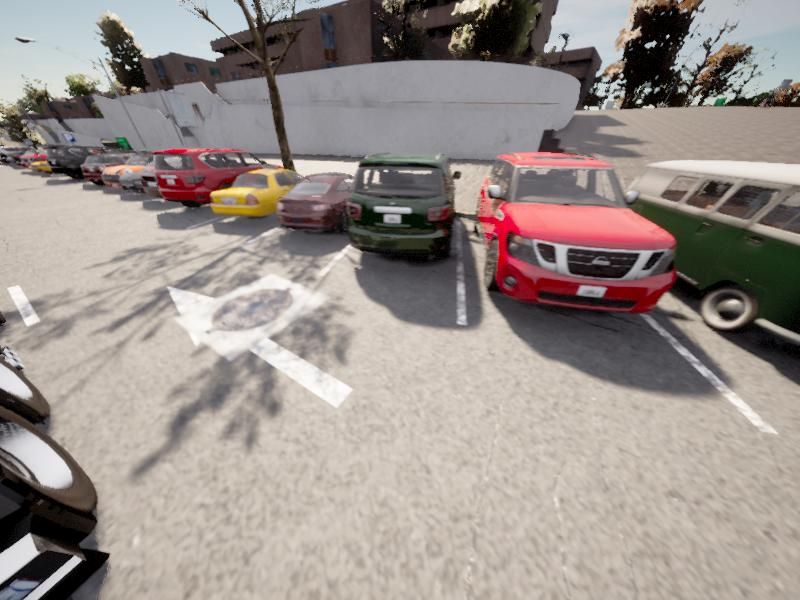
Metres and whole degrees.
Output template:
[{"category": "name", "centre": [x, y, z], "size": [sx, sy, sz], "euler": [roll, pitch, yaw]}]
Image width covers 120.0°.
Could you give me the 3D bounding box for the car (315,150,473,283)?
[{"category": "car", "centre": [0.380, -2.829, 6.304], "size": [2.435, 2.045, 5.566], "euler": [6, 35, 9]}]

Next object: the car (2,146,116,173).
[{"category": "car", "centre": [-33.103, -14.013, 22.868], "size": [2.435, 2.045, 5.566], "euler": [6, 34, 9]}]

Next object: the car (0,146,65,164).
[{"category": "car", "centre": [-53.714, -20.873, 33.173], "size": [2.435, 2.045, 5.566], "euler": [6, 35, 9]}]

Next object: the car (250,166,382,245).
[{"category": "car", "centre": [-2.202, -3.445, 7.724], "size": [2.002, 1.452, 4.674], "euler": [6, 35, 9]}]

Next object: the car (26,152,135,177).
[{"category": "car", "centre": [-27.921, -12.221, 20.617], "size": [1.946, 1.575, 5.366], "euler": [6, 34, 9]}]

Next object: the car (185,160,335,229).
[{"category": "car", "centre": [-4.739, -4.458, 9.133], "size": [1.946, 1.575, 5.366], "euler": [6, 35, 9]}]

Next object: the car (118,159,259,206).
[{"category": "car", "centre": [-9.923, -6.083, 11.572], "size": [2.163, 1.488, 4.792], "euler": [6, 35, 9]}]

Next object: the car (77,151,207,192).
[{"category": "car", "centre": [-15.065, -7.943, 14.033], "size": [2.185, 1.767, 4.553], "euler": [6, 35, 9]}]

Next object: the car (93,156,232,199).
[{"category": "car", "centre": [-12.493, -6.959, 12.809], "size": [2.231, 1.521, 4.892], "euler": [6, 35, 9]}]

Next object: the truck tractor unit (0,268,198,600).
[{"category": "truck tractor unit", "centre": [-5.119, -0.293, 0.769], "size": [6.516, 4.208, 3.053], "euler": [18, 39, 24]}]

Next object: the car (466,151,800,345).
[{"category": "car", "centre": [2.950, -1.916, 4.968], "size": [2.435, 2.045, 5.566], "euler": [7, 35, 9]}]

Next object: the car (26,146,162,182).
[{"category": "car", "centre": [-22.804, -10.630, 17.790], "size": [2.435, 2.045, 5.566], "euler": [6, 34, 9]}]

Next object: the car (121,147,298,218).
[{"category": "car", "centre": [-7.345, -5.446, 10.140], "size": [2.435, 2.045, 5.566], "euler": [6, 35, 9]}]

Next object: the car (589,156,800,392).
[{"category": "car", "centre": [5.499, -0.962, 3.616], "size": [1.878, 1.987, 4.442], "euler": [7, 35, 9]}]

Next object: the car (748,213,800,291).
[{"category": "car", "centre": [8.069, -0.031, 2.431], "size": [2.185, 1.767, 4.553], "euler": [6, 35, 10]}]

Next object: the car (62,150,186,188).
[{"category": "car", "centre": [-17.660, -8.772, 15.257], "size": [2.185, 1.767, 4.553], "euler": [6, 34, 9]}]
